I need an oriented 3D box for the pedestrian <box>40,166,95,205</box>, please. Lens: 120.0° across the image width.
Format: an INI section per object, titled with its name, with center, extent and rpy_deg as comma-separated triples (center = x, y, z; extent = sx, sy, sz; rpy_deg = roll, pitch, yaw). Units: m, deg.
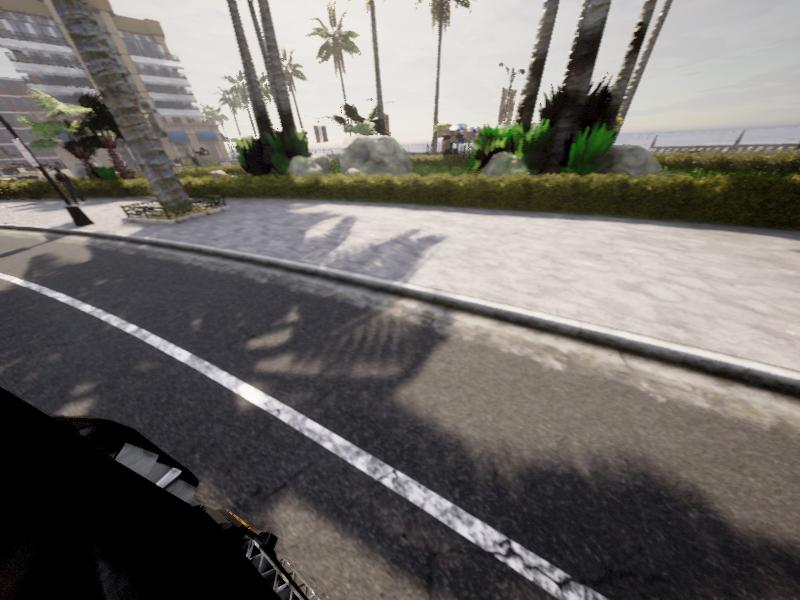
[pedestrian]
center = -18.517, -6.404, 12.915
extent = 0.751, 1.860, 0.751
rpy_deg = 6, 35, 12
